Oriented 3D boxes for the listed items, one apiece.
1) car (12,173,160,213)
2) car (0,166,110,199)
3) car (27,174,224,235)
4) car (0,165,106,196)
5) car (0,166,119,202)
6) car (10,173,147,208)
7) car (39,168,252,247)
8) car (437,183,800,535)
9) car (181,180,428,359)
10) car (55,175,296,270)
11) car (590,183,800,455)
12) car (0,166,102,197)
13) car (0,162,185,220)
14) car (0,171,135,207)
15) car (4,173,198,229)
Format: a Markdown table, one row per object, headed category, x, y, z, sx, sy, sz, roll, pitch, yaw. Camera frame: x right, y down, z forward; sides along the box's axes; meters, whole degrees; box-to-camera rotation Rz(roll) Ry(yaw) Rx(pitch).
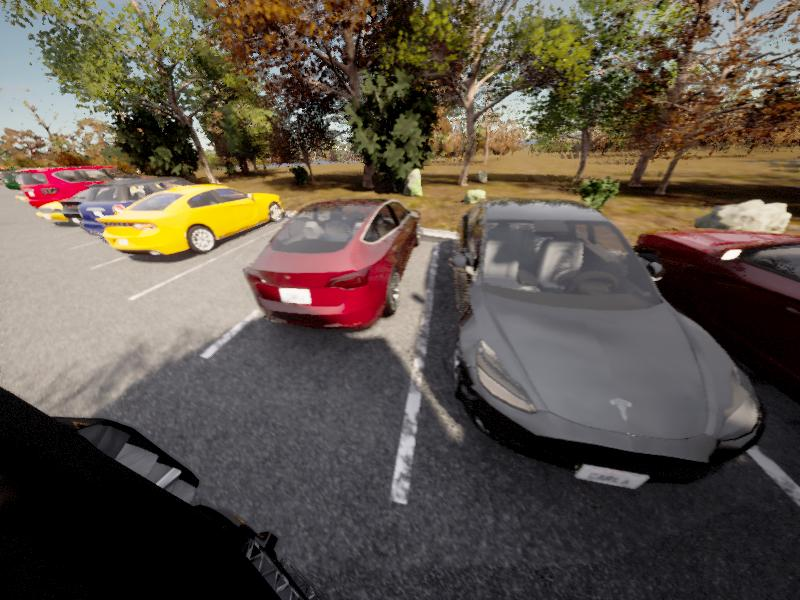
| category | x | y | z | sx | sy | sz | roll | pitch | yaw |
| --- | --- | --- | --- | --- | --- | --- | --- | --- | --- |
| car | -18.431 | -6.637 | 14.065 | 2.163 | 1.488 | 4.792 | 5 | 34 | 11 |
| car | -28.509 | -9.964 | 19.402 | 1.878 | 1.987 | 4.442 | 5 | 34 | 11 |
| car | -10.890 | -4.322 | 9.938 | 2.231 | 1.521 | 4.892 | 5 | 34 | 11 |
| car | -33.509 | -11.645 | 22.282 | 2.435 | 2.045 | 5.566 | 5 | 34 | 12 |
| car | -25.995 | -9.174 | 18.015 | 1.878 | 1.987 | 4.442 | 5 | 34 | 11 |
| car | -20.938 | -7.459 | 15.501 | 2.163 | 1.488 | 4.792 | 5 | 34 | 12 |
| car | -8.377 | -3.641 | 8.486 | 2.185 | 1.767 | 4.553 | 5 | 34 | 11 |
| car | 1.781 | -0.492 | 3.232 | 2.163 | 1.488 | 4.792 | 4 | 34 | 10 |
| car | -0.764 | -1.270 | 4.604 | 2.163 | 1.488 | 4.792 | 4 | 33 | 10 |
| car | -5.844 | -2.781 | 7.222 | 2.097 | 1.535 | 5.008 | 4 | 34 | 11 |
| car | 4.334 | 0.201 | 1.935 | 2.097 | 1.535 | 5.008 | 4 | 33 | 10 |
| car | -31.023 | -10.754 | 20.788 | 1.878 | 1.987 | 4.442 | 5 | 34 | 11 |
| car | -15.923 | -6.115 | 12.576 | 2.435 | 2.045 | 5.566 | 5 | 34 | 12 |
| car | -23.492 | -8.159 | 16.692 | 1.946 | 1.575 | 5.366 | 5 | 34 | 11 |
| car | -13.437 | -5.007 | 11.158 | 1.946 | 1.575 | 5.366 | 5 | 34 | 11 |
